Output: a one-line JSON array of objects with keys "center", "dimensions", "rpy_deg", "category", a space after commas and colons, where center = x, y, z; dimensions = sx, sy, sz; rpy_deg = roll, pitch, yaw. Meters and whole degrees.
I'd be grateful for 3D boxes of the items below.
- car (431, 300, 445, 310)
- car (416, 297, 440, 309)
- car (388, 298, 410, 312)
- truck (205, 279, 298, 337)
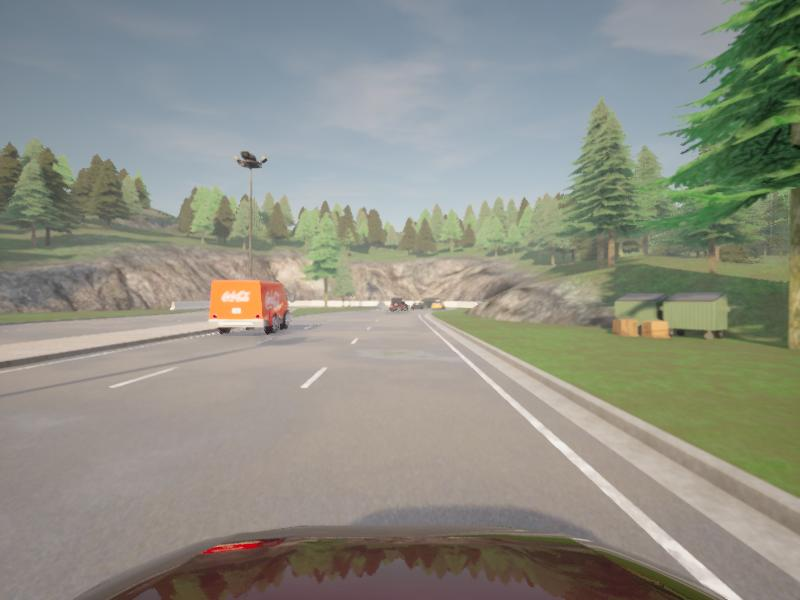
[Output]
[{"center": [6.226, 0.791, 65.343], "dimensions": [1.801, 1.575, 5.366], "rpy_deg": [0, 0, 10], "category": "car"}, {"center": [5.186, 0.556, 74.376], "dimensions": [2.150, 2.045, 5.566], "rpy_deg": [0, 0, -24], "category": "car"}, {"center": [-0.096, 0.633, 54.805], "dimensions": [1.905, 1.878, 3.866], "rpy_deg": [0, 0, 16], "category": "car"}, {"center": [-6.999, 0.352, 19.620], "dimensions": [2.627, 2.467, 5.204], "rpy_deg": [0, 0, 0], "category": "truck"}]
